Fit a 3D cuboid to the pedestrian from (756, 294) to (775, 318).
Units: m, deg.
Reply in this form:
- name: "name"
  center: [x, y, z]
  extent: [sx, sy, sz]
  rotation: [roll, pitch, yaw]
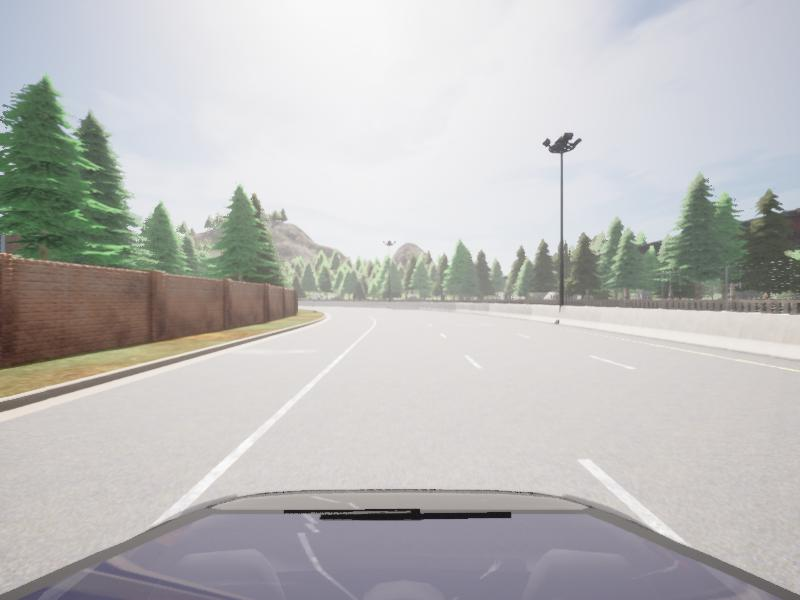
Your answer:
- name: "pedestrian"
  center: [29.051, 0.445, 31.801]
  extent: [0.751, 1.860, 0.751]
  rotation: [0, 0, 0]
